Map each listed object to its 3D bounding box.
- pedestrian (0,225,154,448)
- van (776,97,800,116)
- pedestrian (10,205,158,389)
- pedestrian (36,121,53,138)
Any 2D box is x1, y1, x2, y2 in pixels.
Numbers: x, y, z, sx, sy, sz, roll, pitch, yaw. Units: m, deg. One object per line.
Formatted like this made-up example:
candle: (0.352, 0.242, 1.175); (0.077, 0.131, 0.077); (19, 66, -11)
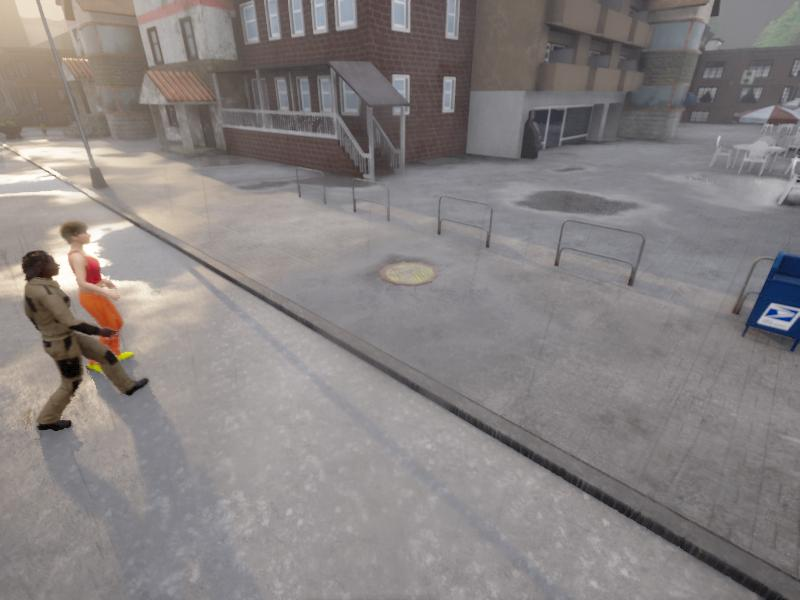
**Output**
pedestrian: (-3.172, 0.339, 3.861); (0.751, 1.860, 0.751); (-24, 36, -39)
van: (58.994, -27.865, 57.714); (6.366, 2.431, 2.351); (23, 35, 37)
pedestrian: (-3.500, -0.042, 4.602); (0.751, 1.860, 0.751); (-16, 31, -28)
pedestrian: (-26.684, -12.778, 30.025); (0.500, 1.100, 0.500); (14, 30, 25)
